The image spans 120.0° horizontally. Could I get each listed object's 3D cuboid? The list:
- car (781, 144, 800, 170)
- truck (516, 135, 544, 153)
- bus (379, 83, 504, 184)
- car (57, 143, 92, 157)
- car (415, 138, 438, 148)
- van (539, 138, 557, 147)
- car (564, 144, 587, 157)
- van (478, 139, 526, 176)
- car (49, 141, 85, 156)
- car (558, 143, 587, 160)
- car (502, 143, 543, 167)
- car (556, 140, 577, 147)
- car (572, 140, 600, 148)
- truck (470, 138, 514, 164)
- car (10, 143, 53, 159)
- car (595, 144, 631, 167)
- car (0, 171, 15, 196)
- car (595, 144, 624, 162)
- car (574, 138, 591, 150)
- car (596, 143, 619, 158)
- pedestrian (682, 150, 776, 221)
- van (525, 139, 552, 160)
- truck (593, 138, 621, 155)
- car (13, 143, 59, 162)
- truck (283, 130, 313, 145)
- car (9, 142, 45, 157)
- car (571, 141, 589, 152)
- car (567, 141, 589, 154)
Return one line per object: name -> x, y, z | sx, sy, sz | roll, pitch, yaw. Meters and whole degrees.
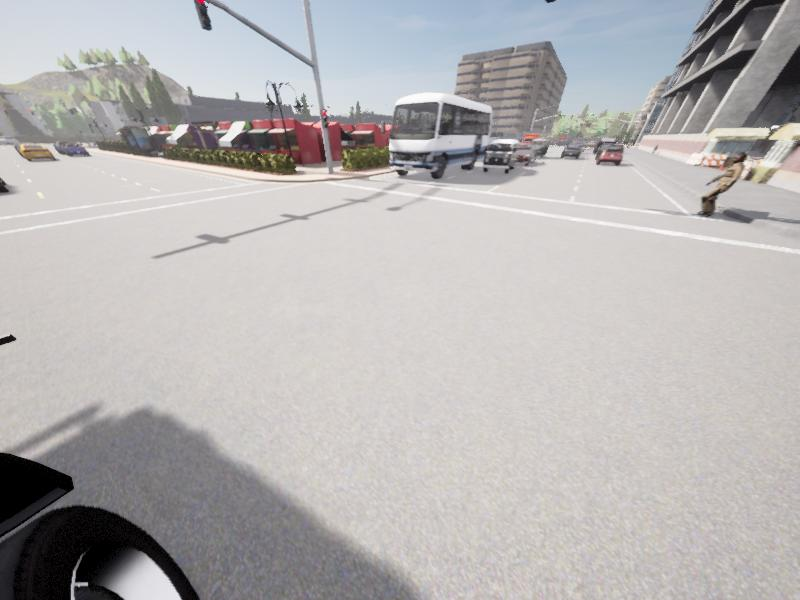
car -> 32.429, -10.999, 17.587 | 1.905, 1.878, 3.866 | 22, 41, 28
truck -> 22.025, -26.439, 39.070 | 2.627, 2.467, 5.204 | 22, 41, 28
bus -> 3.387, -11.440, 16.305 | 3.944, 4.253, 10.273 | 22, 41, 28
car -> -42.984, -19.855, 30.524 | 4.193, 1.474, 1.816 | 22, 41, 28
car -> 5.772, -34.862, 51.242 | 4.605, 1.855, 1.932 | 22, 41, 28
van -> 38.681, -41.302, 60.522 | 1.775, 1.987, 4.442 | 1, 35, 1
car -> 24.852, -21.227, 32.678 | 1.994, 1.385, 4.181 | 22, 41, 28
van -> 7.673, -10.732, 17.231 | 2.069, 2.038, 4.480 | 19, 39, 24
car -> -48.335, -22.092, 33.532 | 4.856, 1.649, 2.033 | 22, 41, 28
car -> 21.198, -18.226, 28.309 | 2.128, 1.511, 4.902 | 22, 41, 27
car -> 11.856, -14.015, 22.239 | 2.152, 1.651, 5.027 | 22, 41, 28
car -> 47.461, -44.761, 65.932 | 4.514, 1.525, 2.007 | -7, 36, -9
car -> 47.301, -39.757, 58.845 | 5.366, 1.575, 1.801 | 22, 41, 28
truck -> 10.021, -16.237, 24.957 | 2.390, 2.098, 6.274 | 22, 41, 28
car -> -45.386, -18.371, 28.417 | 4.792, 1.488, 2.163 | 22, 41, 28
car -> 20.308, -13.951, 22.190 | 1.851, 1.617, 3.988 | 22, 41, 28
car -> -20.884, -5.933, 10.945 | 4.792, 1.488, 2.163 | 22, 41, 28
car -> 24.044, -17.057, 26.645 | 1.882, 1.535, 5.008 | 22, 41, 28
car -> 37.629, -32.228, 47.593 | 1.932, 1.855, 4.605 | 22, 41, 28
car -> 27.885, -20.273, 31.182 | 1.789, 1.549, 3.705 | 22, 41, 27
pedestrian -> 10.111, -3.561, 7.234 | 0.751, 1.860, 0.751 | 22, 41, 27
van -> 16.890, -18.375, 28.097 | 1.775, 1.987, 4.442 | 22, 40, 28
truck -> 32.282, -24.177, 36.235 | 2.390, 2.098, 6.274 | 22, 41, 28
car -> -39.865, -16.171, 25.282 | 5.008, 1.535, 1.882 | 22, 41, 27
truck -> -33.722, -54.038, 76.758 | 2.891, 3.827, 8.468 | 23, 41, 29
car -> -50.993, -20.665, 31.587 | 5.008, 1.535, 1.882 | 22, 41, 28
car -> 33.326, -28.384, 42.669 | 2.007, 1.525, 4.514 | 22, 41, 28
car -> 28.947, -24.759, 37.456 | 2.152, 1.651, 5.027 | 22, 41, 27
